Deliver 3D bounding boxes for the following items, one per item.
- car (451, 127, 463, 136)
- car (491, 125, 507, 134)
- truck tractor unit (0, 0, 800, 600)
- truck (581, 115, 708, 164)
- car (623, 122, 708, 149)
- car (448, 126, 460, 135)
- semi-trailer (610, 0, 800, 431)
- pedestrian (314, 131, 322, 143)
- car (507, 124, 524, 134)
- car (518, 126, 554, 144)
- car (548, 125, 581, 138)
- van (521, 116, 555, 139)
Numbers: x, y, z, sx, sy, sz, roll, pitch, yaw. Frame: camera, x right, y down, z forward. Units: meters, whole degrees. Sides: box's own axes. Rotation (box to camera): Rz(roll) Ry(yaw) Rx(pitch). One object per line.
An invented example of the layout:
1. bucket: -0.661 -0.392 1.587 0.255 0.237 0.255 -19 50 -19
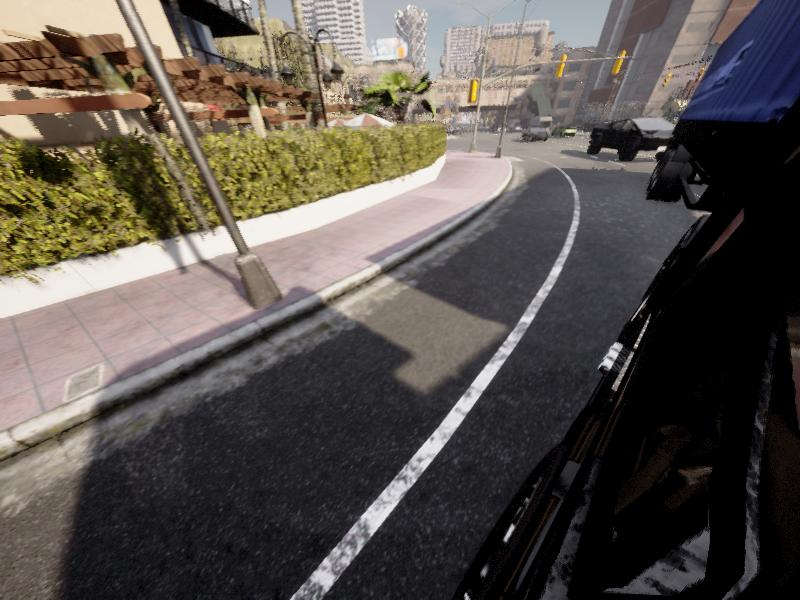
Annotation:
1. car: 13.294 -39.411 53.983 2.097 1.535 5.008 1 37 5
2. car: 23.320 -40.329 54.535 2.242 1.667 4.611 2 37 5
3. truck tractor unit: 2.645 -0.295 0.351 6.516 4.208 3.053 -28 44 -30
4. truck: 14.820 -10.372 14.839 2.390 2.098 6.274 4 37 9
5. car: 22.756 -14.450 20.215 2.152 1.651 5.027 3 37 7
6. car: 13.738 -43.378 59.021 2.185 1.767 4.553 1 37 5
7. semi-trailer: 8.064 -3.973 4.766 2.717 4.402 14.254 27 46 32
8. pedestrian: -15.557 -30.952 43.776 0.751 1.860 0.751 3 37 7
9. car: 26.751 -39.814 53.694 2.033 1.649 4.856 2 37 5
10. car: 16.853 -20.771 28.926 1.930 1.638 5.238 2 37 5
11. car: 24.549 -25.362 34.697 2.007 1.525 4.514 2 37 5
12. van: 21.190 -26.736 35.867 1.988 2.561 5.915 2 37 5
